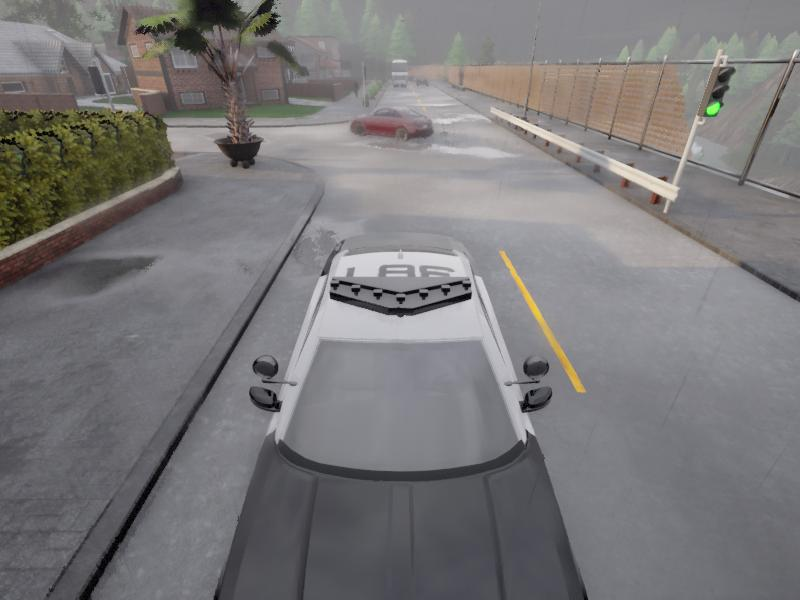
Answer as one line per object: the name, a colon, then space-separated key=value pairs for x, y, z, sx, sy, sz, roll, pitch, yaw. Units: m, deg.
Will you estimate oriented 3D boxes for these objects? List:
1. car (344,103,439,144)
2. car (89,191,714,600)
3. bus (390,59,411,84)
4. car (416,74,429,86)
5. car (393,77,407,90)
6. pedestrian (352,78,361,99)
car: x=-0.462 y=-8.681 z=19.545 sx=4.181 sy=1.385 sz=1.994 roll=21 pitch=36 yaw=31
car: x=0.005 y=0.626 z=3.353 sx=1.930 sy=1.638 sz=5.238 roll=0 pitch=31 yaw=0
bus: x=0.094 y=-47.297 z=82.852 sx=3.944 sy=4.253 sz=10.273 roll=0 pitch=30 yaw=0
car: x=3.976 y=-40.064 z=72.904 sx=2.097 sy=1.767 sz=4.553 roll=0 pitch=30 yaw=0
car: x=-0.016 y=-33.070 z=61.087 sx=2.152 sy=1.651 sz=5.027 roll=0 pitch=30 yaw=0
pedestrian: x=-4.524 y=-21.932 z=41.508 sx=0.751 sy=1.860 sz=0.751 roll=-1 pitch=30 yaw=-2
